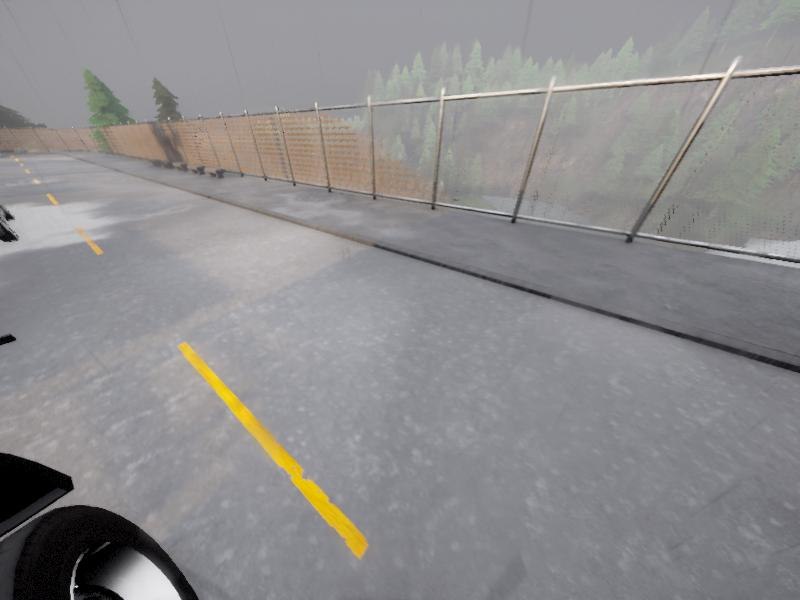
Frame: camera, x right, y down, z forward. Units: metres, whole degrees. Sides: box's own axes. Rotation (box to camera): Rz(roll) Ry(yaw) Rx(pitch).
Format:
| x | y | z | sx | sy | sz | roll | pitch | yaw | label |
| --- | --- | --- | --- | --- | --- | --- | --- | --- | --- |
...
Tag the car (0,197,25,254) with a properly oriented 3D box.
| x | y | z | sx | sy | sz | roll | pitch | yaw | label |
| --- | --- | --- | --- | --- | --- | --- | --- | --- | --- |
| -11.781 | -2.322 | 5.698 | 5.238 | 1.638 | 1.930 | 22 | 41 | 28 | car |
